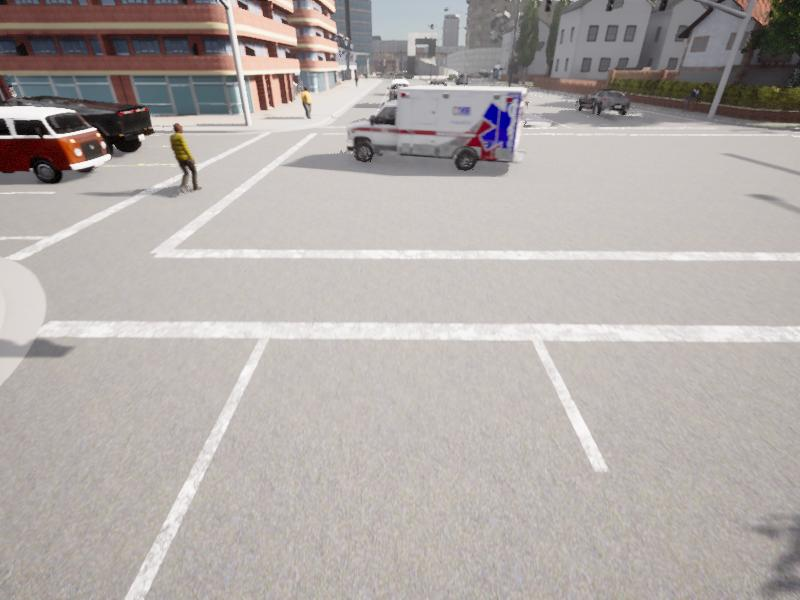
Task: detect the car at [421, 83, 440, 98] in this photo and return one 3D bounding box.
[{"bbox_3d":[3.501,-24.580,46.894,1.895,1.301,4.718,0,30,0],"label":"car"}]

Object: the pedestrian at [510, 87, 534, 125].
[{"bbox_3d":[6.967,-11.099,22.870,0.751,1.860,0.751,-10,32,-16],"label":"pedestrian"}]

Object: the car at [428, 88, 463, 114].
[{"bbox_3d":[3.503,-15.809,31.671,2.163,1.488,4.792,0,30,0],"label":"car"}]

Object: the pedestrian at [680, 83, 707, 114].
[{"bbox_3d":[20.502,-14.074,27.978,0.751,1.860,0.751,-7,31,-11],"label":"pedestrian"}]

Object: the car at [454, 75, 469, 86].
[{"bbox_3d":[11.502,-40.996,74.716,2.033,1.649,4.856,0,30,0],"label":"car"}]

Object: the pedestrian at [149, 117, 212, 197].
[{"bbox_3d":[-5.759,-3.768,10.597,0.751,1.860,0.751,7,31,12],"label":"pedestrian"}]

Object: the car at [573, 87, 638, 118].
[{"bbox_3d":[15.003,-14.677,29.594,2.152,1.651,5.027,0,30,0],"label":"car"}]

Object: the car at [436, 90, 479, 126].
[{"bbox_3d":[3.536,-12.341,25.566,1.930,1.638,5.238,0,30,0],"label":"car"}]

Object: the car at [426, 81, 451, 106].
[{"bbox_3d":[3.502,-19.198,37.075,1.905,1.878,3.866,0,30,0],"label":"car"}]

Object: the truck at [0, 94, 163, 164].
[{"bbox_3d":[-12.946,-6.440,14.984,6.274,2.098,2.390,-1,30,-2],"label":"truck"}]

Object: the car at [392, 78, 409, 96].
[{"bbox_3d":[-0.001,-26.146,49.003,1.932,1.855,4.605,0,30,-1],"label":"car"}]

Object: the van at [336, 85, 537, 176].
[{"bbox_3d":[1.241,-6.116,14.111,6.366,2.431,2.351,10,32,16],"label":"van"}]

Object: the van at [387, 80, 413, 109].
[{"bbox_3d":[0.002,-17.918,34.739,2.069,2.038,4.480,0,30,0],"label":"van"}]

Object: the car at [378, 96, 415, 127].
[{"bbox_3d":[-0.108,-11.716,24.763,1.994,1.385,4.181,2,30,3],"label":"car"}]

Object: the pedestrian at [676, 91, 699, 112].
[{"bbox_3d":[21.130,-14.589,29.416,0.751,1.300,0.751,-1,30,-1],"label":"pedestrian"}]

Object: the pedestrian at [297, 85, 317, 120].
[{"bbox_3d":[-5.766,-12.264,24.861,0.751,1.860,0.751,26,39,37],"label":"pedestrian"}]

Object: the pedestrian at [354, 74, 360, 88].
[{"bbox_3d":[-6.607,-33.382,61.070,0.751,1.860,0.751,-1,30,-2],"label":"pedestrian"}]

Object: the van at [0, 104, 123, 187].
[{"bbox_3d":[-11.613,-4.729,12.111,4.480,2.038,2.069,-1,30,-1],"label":"van"}]

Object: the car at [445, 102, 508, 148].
[{"bbox_3d":[3.500,-8.575,19.354,2.033,1.411,5.357,0,30,0],"label":"car"}]
